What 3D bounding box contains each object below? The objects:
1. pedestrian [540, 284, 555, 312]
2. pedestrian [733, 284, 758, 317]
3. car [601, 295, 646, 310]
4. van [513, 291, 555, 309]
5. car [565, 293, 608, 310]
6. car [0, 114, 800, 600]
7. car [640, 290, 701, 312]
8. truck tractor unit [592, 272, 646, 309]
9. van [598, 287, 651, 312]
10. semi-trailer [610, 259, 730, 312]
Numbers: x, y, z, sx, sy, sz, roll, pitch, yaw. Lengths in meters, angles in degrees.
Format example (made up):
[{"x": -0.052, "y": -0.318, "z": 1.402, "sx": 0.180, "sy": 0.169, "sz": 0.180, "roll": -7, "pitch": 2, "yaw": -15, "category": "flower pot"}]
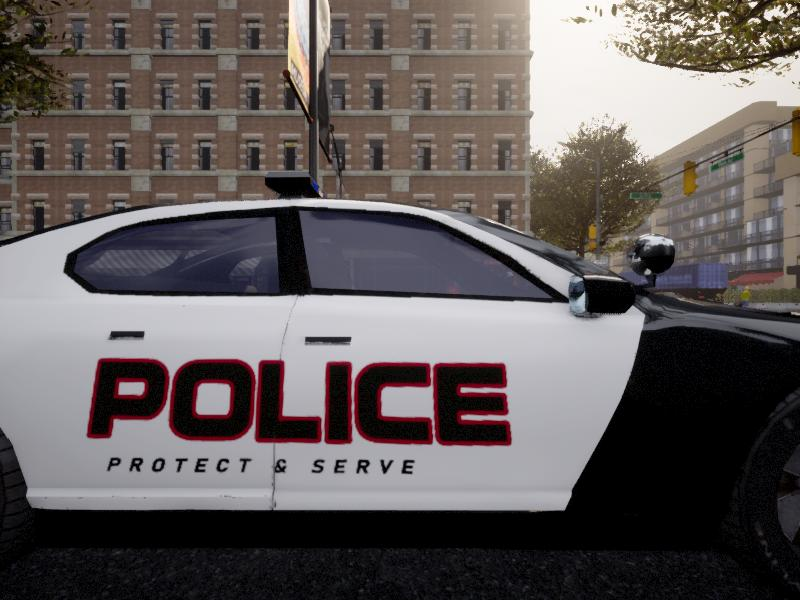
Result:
[{"x": 9.831, "y": -0.115, "z": 26.703, "sx": 0.751, "sy": 1.860, "sz": 0.751, "roll": 0, "pitch": 0, "yaw": 0, "category": "pedestrian"}, {"x": 19.467, "y": 0.037, "z": 22.529, "sx": 0.751, "sy": 1.860, "sz": 0.751, "roll": 0, "pitch": 0, "yaw": 3, "category": "pedestrian"}, {"x": 22.968, "y": 0.244, "z": 41.298, "sx": 1.837, "sy": 1.490, "sz": 4.892, "roll": 0, "pitch": 0, "yaw": 0, "category": "car"}, {"x": 15.893, "y": -0.002, "z": 47.523, "sx": 4.442, "sy": 1.987, "sz": 1.775, "roll": 0, "pitch": 0, "yaw": 38, "category": "van"}, {"x": 19.468, "y": 0.180, "z": 41.974, "sx": 2.152, "sy": 1.651, "sz": 5.027, "roll": 0, "pitch": 0, "yaw": 0, "category": "car"}, {"x": -0.057, "y": 0.226, "z": 2.190, "sx": 4.974, "sy": 1.542, "sz": 2.038, "roll": 0, "pitch": 0, "yaw": 0, "category": "car"}, {"x": 23.006, "y": 0.094, "z": 34.242, "sx": 2.097, "sy": 1.767, "sz": 4.553, "roll": 0, "pitch": 0, "yaw": 0, "category": "car"}, {"x": 26.430, "y": -1.118, "z": 48.649, "sx": 3.053, "sy": 4.208, "sz": 6.516, "roll": 0, "pitch": 0, "yaw": 0, "category": "truck tractor unit"}, {"x": 19.501, "y": -0.029, "z": 35.025, "sx": 2.069, "sy": 2.038, "sz": 4.480, "roll": 0, "pitch": 0, "yaw": 0, "category": "van"}, {"x": 26.386, "y": -1.218, "z": 40.734, "sx": 2.717, "sy": 4.402, "sz": 14.254, "roll": 0, "pitch": 0, "yaw": 1, "category": "semi-trailer"}]
